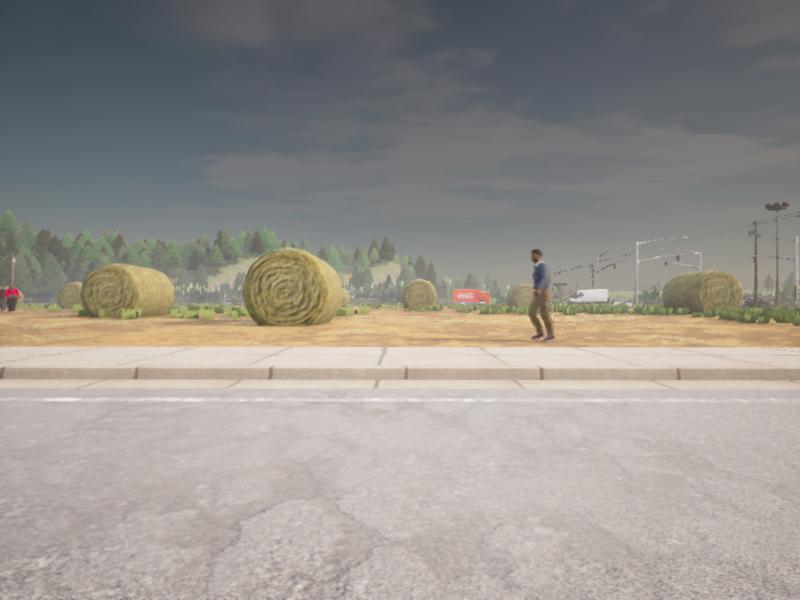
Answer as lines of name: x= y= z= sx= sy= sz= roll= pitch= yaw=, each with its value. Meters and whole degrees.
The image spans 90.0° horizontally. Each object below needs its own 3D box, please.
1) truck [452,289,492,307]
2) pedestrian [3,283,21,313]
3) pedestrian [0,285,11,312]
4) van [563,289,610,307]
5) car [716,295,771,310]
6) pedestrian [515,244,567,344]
truck: x=9.968 y=-0.253 z=55.731 sx=5.204 sy=2.467 sz=2.627 roll=0 pitch=0 yaw=4
pedestrian: x=-24.101 y=-0.121 z=24.854 sx=0.751 sy=1.860 sz=0.751 roll=0 pitch=0 yaw=39
pedestrian: x=-27.643 y=-0.121 z=27.895 sx=0.751 sy=1.860 sz=0.751 roll=0 pitch=0 yaw=-44
van: x=26.987 y=-0.288 z=58.082 sx=5.915 sy=2.561 sz=1.988 roll=0 pitch=0 yaw=6
car: x=38.382 y=0.257 z=44.909 sx=2.038 sy=1.542 sz=4.974 roll=0 pitch=0 yaw=3
pedestrian: x=2.746 y=-0.115 z=7.849 sx=0.751 sy=1.860 sz=0.751 roll=0 pitch=0 yaw=0
